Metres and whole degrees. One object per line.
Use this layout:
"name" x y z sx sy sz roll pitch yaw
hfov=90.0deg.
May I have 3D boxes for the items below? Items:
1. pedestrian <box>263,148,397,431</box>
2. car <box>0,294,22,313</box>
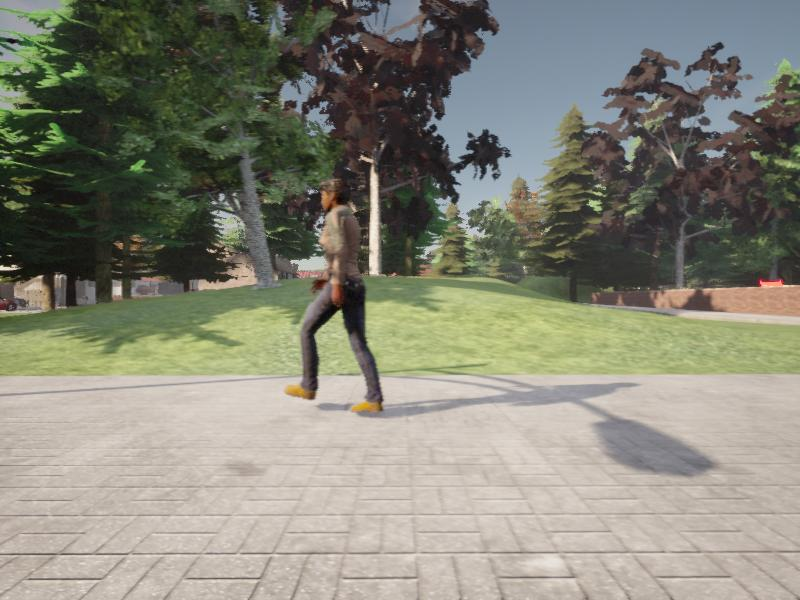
"pedestrian" -0.506 -0.066 3.111 0.751 1.860 0.751 0 0 20
"car" -34.282 0.286 32.965 2.007 1.525 4.514 0 0 -2
